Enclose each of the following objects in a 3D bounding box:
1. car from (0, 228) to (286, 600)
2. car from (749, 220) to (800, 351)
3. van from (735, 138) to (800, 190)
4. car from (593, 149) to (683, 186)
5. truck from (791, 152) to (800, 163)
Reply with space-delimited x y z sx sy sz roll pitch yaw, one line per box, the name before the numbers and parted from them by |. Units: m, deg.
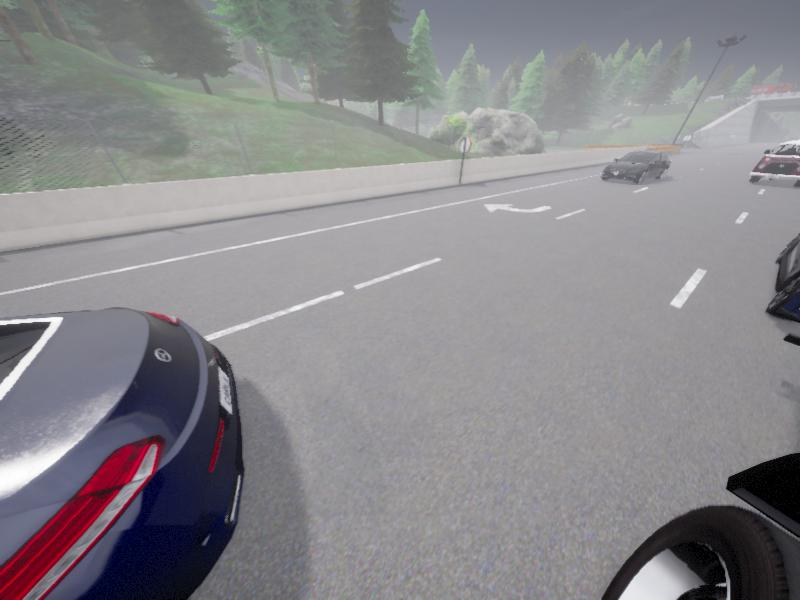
car | -3.402 1.408 0.537 5.027 1.651 2.152 -22 41 -28
car | 7.433 -0.561 3.204 4.856 1.649 2.033 -22 41 -28
van | 21.093 -7.232 12.140 4.480 2.038 2.069 -13 37 -17
car | 14.122 -7.946 13.696 4.892 1.490 1.837 -19 39 -24
truck | 39.873 -14.211 21.444 5.204 2.467 2.627 -22 41 -28
